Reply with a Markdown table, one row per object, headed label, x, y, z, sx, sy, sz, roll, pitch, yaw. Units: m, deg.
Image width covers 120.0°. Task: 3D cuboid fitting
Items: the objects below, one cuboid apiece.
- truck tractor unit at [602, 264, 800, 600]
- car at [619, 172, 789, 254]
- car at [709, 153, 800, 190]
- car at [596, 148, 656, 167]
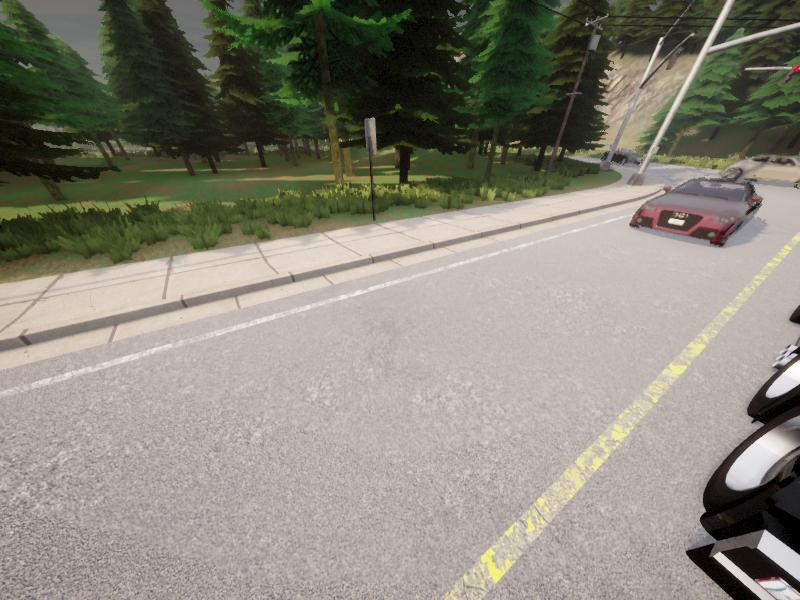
| label | x | y | z | sx | sy | sz | roll | pitch | yaw |
| --- | --- | --- | --- | --- | --- | --- | --- | --- | --- |
| truck tractor unit | 5.110 | -0.302 | 0.782 | 6.516 | 4.208 | 3.053 | -18 | 39 | -24 |
| car | 9.043 | -2.824 | 6.920 | 4.181 | 1.385 | 1.994 | -19 | 39 | -26 |
| car | 23.747 | -8.045 | 14.325 | 2.152 | 1.651 | 5.027 | -4 | 35 | -6 |
| car | 25.257 | -16.233 | 26.166 | 2.128 | 1.511 | 4.902 | 2 | 35 | 2 |
